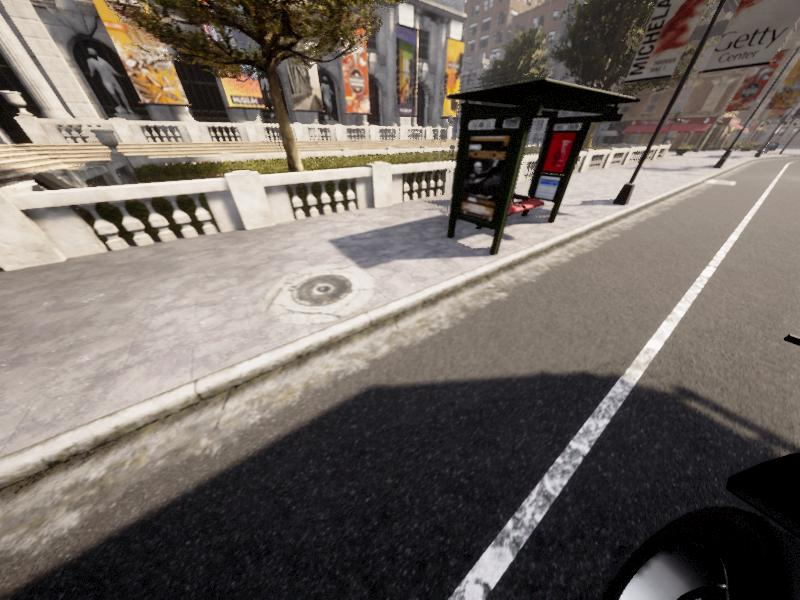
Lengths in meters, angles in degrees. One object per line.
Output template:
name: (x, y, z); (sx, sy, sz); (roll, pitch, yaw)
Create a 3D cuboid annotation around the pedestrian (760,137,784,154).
pedestrian: (49.592, -20.625, 30.836); (0.751, 1.860, 0.751); (-16, 38, -21)
